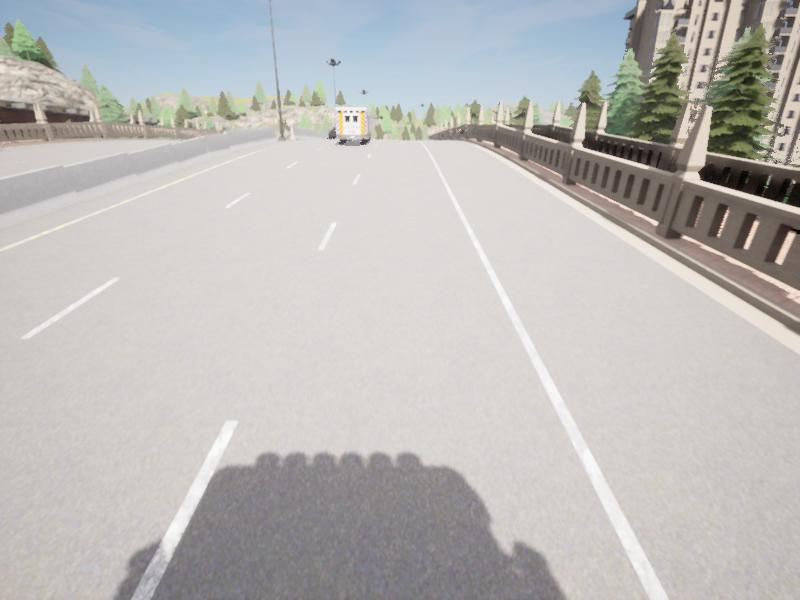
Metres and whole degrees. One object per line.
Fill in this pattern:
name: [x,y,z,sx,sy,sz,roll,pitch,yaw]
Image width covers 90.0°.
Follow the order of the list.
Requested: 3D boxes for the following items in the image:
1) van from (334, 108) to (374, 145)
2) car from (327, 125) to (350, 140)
van: [-3.489,-13.745,31.620,2.351,2.431,6.366,0,24,0]
car: [-6.987,-19.009,45.600,1.970,1.475,3.806,0,21,0]
